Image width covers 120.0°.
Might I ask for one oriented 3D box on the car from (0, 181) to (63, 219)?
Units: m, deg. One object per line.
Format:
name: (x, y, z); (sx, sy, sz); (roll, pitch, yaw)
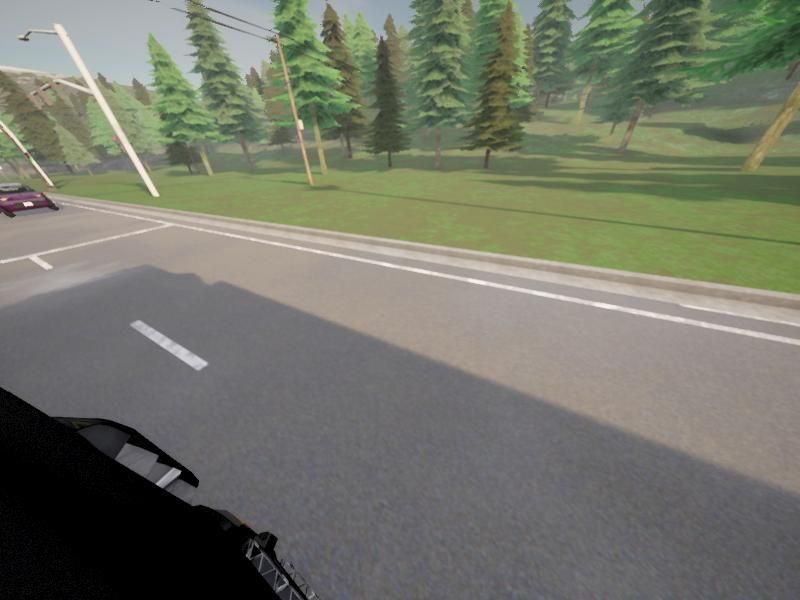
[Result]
car: (-21.450, -5.697, 12.915); (4.193, 1.474, 1.816); (14, 37, 24)
